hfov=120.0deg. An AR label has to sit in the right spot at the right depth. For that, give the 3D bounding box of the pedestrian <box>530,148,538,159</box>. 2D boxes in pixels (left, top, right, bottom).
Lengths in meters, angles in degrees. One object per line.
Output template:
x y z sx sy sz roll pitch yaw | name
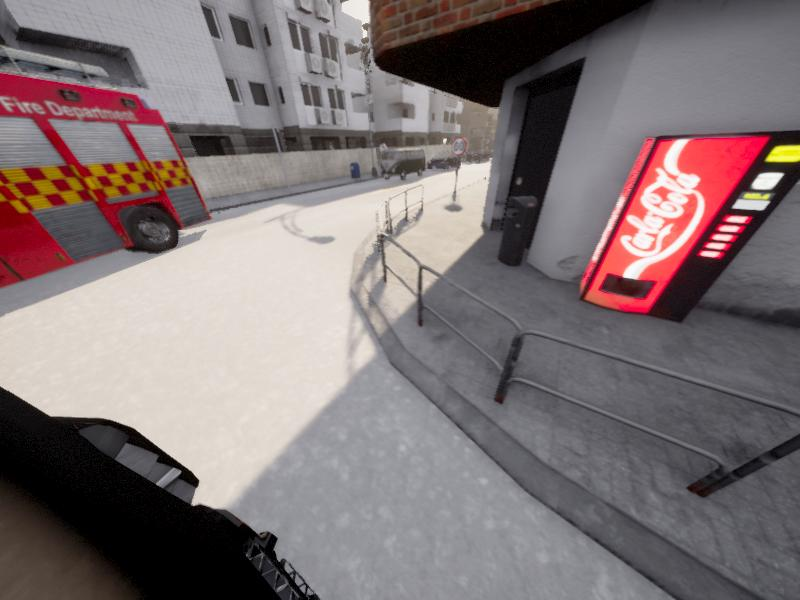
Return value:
17.104 -18.686 29.496 0.500 1.100 0.500 -21 38 -25 | pedestrian

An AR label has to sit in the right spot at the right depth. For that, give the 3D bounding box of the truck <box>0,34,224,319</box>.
-7.995 -1.622 3.347 2.891 3.827 8.468 3 34 9 | truck

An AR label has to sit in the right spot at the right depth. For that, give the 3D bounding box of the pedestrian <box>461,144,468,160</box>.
9.316 -21.361 33.298 0.751 1.860 0.751 8 35 15 | pedestrian

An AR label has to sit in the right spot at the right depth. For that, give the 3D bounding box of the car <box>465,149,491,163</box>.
10.415 -19.187 30.720 1.895 1.301 4.718 18 39 28 | car

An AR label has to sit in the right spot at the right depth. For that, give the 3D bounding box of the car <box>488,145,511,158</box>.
16.643 -24.843 38.486 2.033 1.649 4.856 19 39 29 | car

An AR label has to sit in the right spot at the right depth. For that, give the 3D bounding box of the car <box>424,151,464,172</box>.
4.467 -13.909 23.038 2.163 1.488 4.792 18 39 28 | car

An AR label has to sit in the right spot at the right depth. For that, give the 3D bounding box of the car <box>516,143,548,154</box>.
26.057 -30.005 45.692 5.008 1.535 1.882 -5 34 -4 | car

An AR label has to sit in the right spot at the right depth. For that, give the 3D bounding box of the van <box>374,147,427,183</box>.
0.186 -10.264 17.404 1.775 1.987 4.442 18 39 28 | van

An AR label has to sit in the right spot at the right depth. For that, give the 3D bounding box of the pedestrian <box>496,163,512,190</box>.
5.132 -6.080 11.392 0.500 1.100 0.500 10 36 18 | pedestrian
